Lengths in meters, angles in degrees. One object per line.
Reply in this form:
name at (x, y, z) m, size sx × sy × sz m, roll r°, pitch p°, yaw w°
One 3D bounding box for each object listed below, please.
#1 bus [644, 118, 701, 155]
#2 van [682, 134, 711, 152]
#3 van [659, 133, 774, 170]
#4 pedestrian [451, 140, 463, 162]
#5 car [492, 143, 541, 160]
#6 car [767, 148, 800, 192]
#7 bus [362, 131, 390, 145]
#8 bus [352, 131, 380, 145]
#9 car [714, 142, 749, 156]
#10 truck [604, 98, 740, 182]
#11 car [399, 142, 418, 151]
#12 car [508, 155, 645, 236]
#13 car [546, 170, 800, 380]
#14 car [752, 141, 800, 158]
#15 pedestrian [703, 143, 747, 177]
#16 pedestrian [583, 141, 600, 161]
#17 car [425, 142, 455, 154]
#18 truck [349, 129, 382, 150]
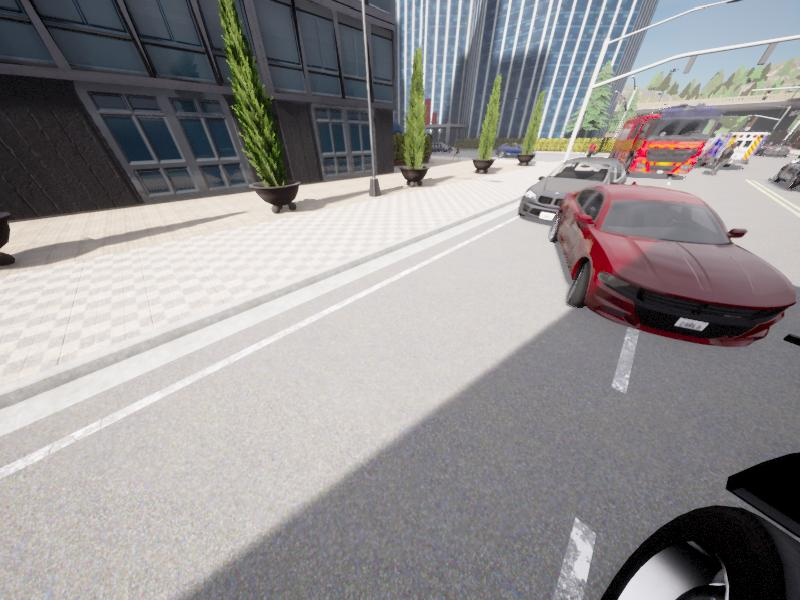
bus at (43.129, -25.940, 36.770) m, size 3.944 × 4.253 × 10.273 m, roll 29°, pitch 45°, yaw 35°
van at (51.701, -27.496, 40.399) m, size 1.988 × 2.561 × 5.915 m, roll 29°, pitch 45°, yaw 35°
van at (27.576, -13.476, 20.754) m, size 2.351 × 2.431 × 6.366 m, roll 7°, pitch 36°, yaw 10°
pedestrian at (5.912, -15.503, 24.006) m, size 0.751 × 1.860 × 0.751 m, roll 21°, pitch 40°, yaw 27°
car at (14.746, -19.024, 29.453) m, size 4.856 × 1.649 × 2.033 m, roll 29°, pitch 45°, yaw 35°
car at (21.637, -6.672, 11.806) m, size 1.930 × 1.638 × 5.238 m, roll 29°, pitch 45°, yaw 35°
bus at (-8.952, -62.256, 88.881) m, size 3.944 × 4.253 × 10.273 m, roll 30°, pitch 45°, yaw 35°
bus at (-12.976, -62.572, 89.366) m, size 3.944 × 4.253 × 10.273 m, roll 30°, pitch 45°, yaw 35°
car at (48.308, -22.220, 33.816) m, size 2.128 × 1.511 × 4.902 m, roll 29°, pitch 45°, yaw 35°
truck at (17.952, -11.210, 16.395) m, size 2.891 × 3.827 × 8.468 m, roll 17°, pitch 39°, yaw 23°
car at (1.659, -31.917, 47.969) m, size 3.705 × 1.549 × 1.789 m, roll 29°, pitch 44°, yaw 35°
car at (6.046, -3.808, 7.853) m, size 4.611 × 1.667 × 2.242 m, roll -28°, pitch 43°, yaw -34°
car at (4.283, -1.262, 4.341) m, size 1.882 × 1.535 × 5.008 m, roll 14°, pitch 37°, yaw 19°
car at (48.858, -19.749, 30.154) m, size 2.242 × 1.667 × 4.611 m, roll 29°, pitch 45°, yaw 35°
pedestrian at (21.497, -9.309, 15.327) m, size 0.751 × 1.860 × 0.751 m, roll -12°, pitch 37°, yaw -17°
pedestrian at (21.522, -16.799, 25.985) m, size 0.751 × 1.860 × 0.751 m, roll 29°, pitch 45°, yaw 35°
car at (6.834, -26.267, 39.789) m, size 4.611 × 1.667 × 2.242 m, roll 29°, pitch 45°, yaw 35°
truck at (-8.380, -38.448, 55.373) m, size 8.468 × 3.827 × 2.891 m, roll 29°, pitch 44°, yaw 35°
